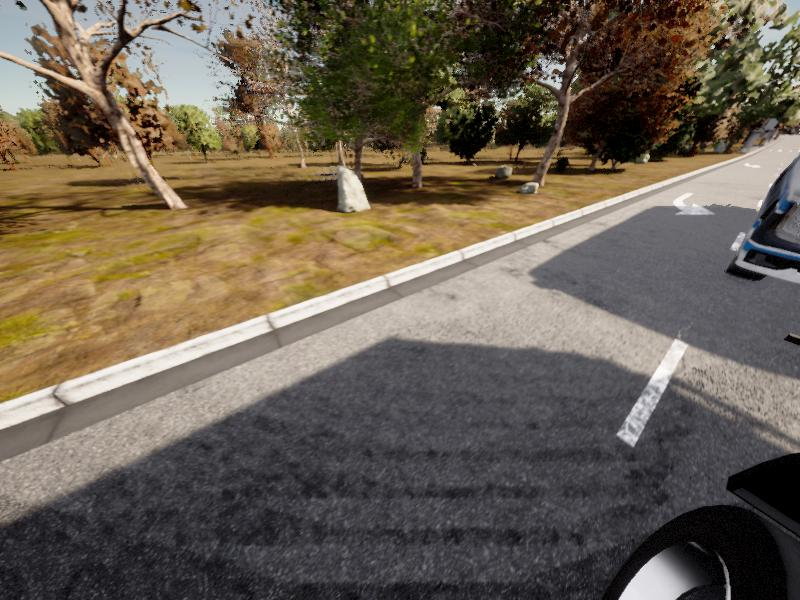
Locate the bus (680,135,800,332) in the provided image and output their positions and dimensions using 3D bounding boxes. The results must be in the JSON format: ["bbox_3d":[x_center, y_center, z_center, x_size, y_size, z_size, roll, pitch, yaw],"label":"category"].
[{"bbox_3d":[10.337,-2.735,4.017,10.273,4.253,3.944,-23,41,-28],"label":"bus"}]
